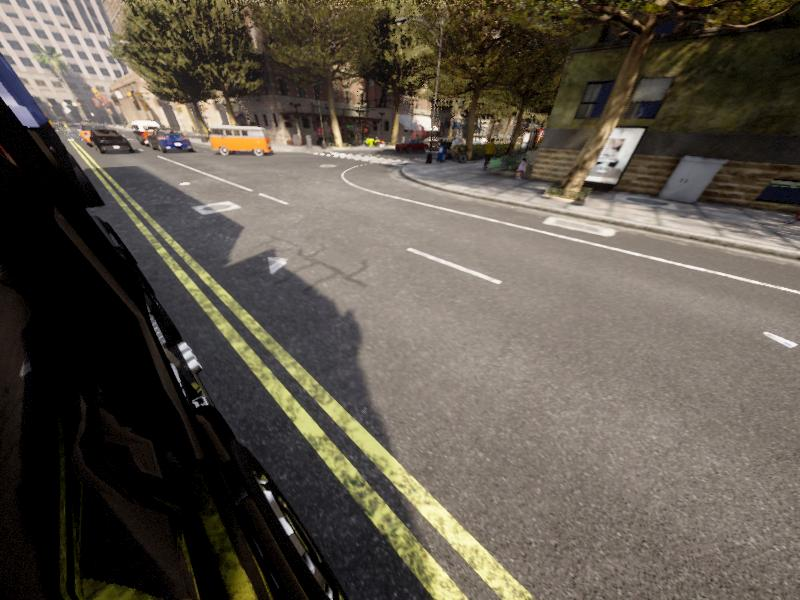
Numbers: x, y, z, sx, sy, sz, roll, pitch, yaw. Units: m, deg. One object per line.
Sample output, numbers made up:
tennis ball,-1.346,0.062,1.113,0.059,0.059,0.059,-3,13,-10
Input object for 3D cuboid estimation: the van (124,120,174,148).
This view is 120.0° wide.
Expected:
van,-25.015,-16.569,23.061,4.480,2.038,2.069,28,43,30

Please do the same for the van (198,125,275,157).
van,-13.163,-13.069,19.001,4.442,1.987,1.775,-5,37,-10

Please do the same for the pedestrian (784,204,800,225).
pedestrian,12.657,-2.855,6.985,0.500,1.100,0.500,28,44,31

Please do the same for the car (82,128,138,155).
car,-22.491,-12.311,17.869,4.892,1.490,1.837,28,43,30

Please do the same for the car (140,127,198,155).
car,-19.709,-13.610,19.682,5.027,1.651,2.152,28,43,30

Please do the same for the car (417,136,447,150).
car,5.027,-24.583,36.117,2.231,1.521,4.892,28,43,30

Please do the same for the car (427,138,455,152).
car,5.716,-21.632,32.126,1.970,1.475,3.806,28,44,31

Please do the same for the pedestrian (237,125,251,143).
pedestrian,-20.308,-21.672,30.118,0.751,1.860,0.751,28,44,31

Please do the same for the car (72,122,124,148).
car,-27.884,-15.264,21.335,4.553,1.767,2.097,28,43,30

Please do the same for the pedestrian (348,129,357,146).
pedestrian,-6.528,-22.123,31.494,0.751,1.860,0.751,30,44,32

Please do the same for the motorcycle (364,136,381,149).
motorcycle,-3.612,-20.870,30.582,2.033,1.145,0.803,8,47,7

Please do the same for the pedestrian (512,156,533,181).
pedestrian,6.460,-6.932,12.188,0.500,1.100,0.500,-18,41,-25

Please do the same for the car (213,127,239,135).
car,-40.391,-39.212,53.582,1.994,1.385,4.181,28,43,30

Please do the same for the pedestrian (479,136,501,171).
pedestrian,5.862,-9.574,15.108,0.751,1.860,0.751,19,39,21

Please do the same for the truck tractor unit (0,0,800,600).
truck tractor unit,-2.645,-0.295,0.351,6.516,4.208,3.053,28,44,30

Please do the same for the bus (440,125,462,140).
bus,18.719,-61.966,85.367,3.944,4.253,10.273,-5,37,-10

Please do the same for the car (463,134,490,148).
car,14.841,-30.786,44.610,2.435,2.045,5.566,28,43,30

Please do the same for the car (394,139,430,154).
car,1.512,-18.735,28.105,1.895,1.301,4.718,28,43,30

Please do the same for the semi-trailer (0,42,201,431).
semi-trailer,-8.701,-3.573,4.270,14.254,4.402,2.717,28,43,30

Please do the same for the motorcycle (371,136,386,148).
motorcycle,-2.861,-21.325,31.173,1.805,1.236,0.856,8,37,7

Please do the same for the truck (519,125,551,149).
truck,29.210,-35.143,49.825,2.891,3.827,8.468,28,43,30

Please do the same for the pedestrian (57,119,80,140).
pedestrian,-37.924,-19.512,26.461,0.751,1.860,0.751,30,45,33

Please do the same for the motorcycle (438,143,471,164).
motorcycle,4.308,-11.761,18.563,2.356,1.277,0.764,8,27,7
